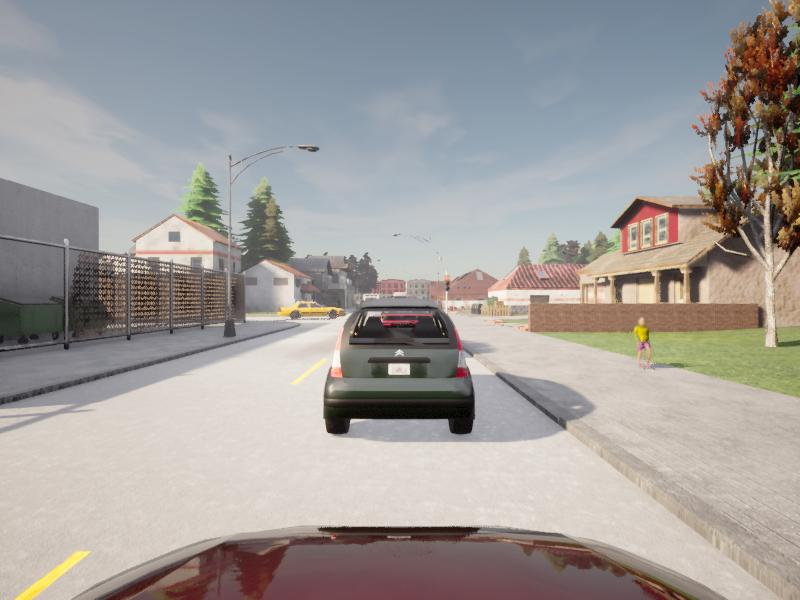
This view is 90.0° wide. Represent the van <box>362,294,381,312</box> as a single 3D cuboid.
[{"bbox_3d":[-4.044,0.377,57.411,2.351,2.431,6.366,0,0,0],"label":"van"}]

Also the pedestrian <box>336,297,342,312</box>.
[{"bbox_3d":[-7.801,0.534,51.001,0.751,1.860,0.751,0,0,-13],"label":"pedestrian"}]

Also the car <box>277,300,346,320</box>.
[{"bbox_3d":[-7.128,0.800,32.487,5.366,1.575,1.801,0,0,-10],"label":"car"}]

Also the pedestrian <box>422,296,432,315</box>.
[{"bbox_3d":[2.685,0.533,39.945,0.751,1.860,0.751,0,0,25],"label":"pedestrian"}]

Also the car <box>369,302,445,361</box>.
[{"bbox_3d":[0.127,0.828,12.723,2.007,1.525,4.514,0,0,-2],"label":"car"}]

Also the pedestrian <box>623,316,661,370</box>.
[{"bbox_3d":[5.176,0.913,8.575,0.500,1.100,0.500,0,0,0],"label":"pedestrian"}]

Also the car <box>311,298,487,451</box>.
[{"bbox_3d":[-0.005,0.788,6.219,1.851,1.617,3.988,0,0,0],"label":"car"}]

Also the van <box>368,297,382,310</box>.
[{"bbox_3d":[-4.048,0.570,65.642,2.069,2.038,4.480,0,0,0],"label":"van"}]

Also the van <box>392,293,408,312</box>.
[{"bbox_3d":[-0.001,0.322,54.430,1.988,2.561,5.915,0,0,0],"label":"van"}]
